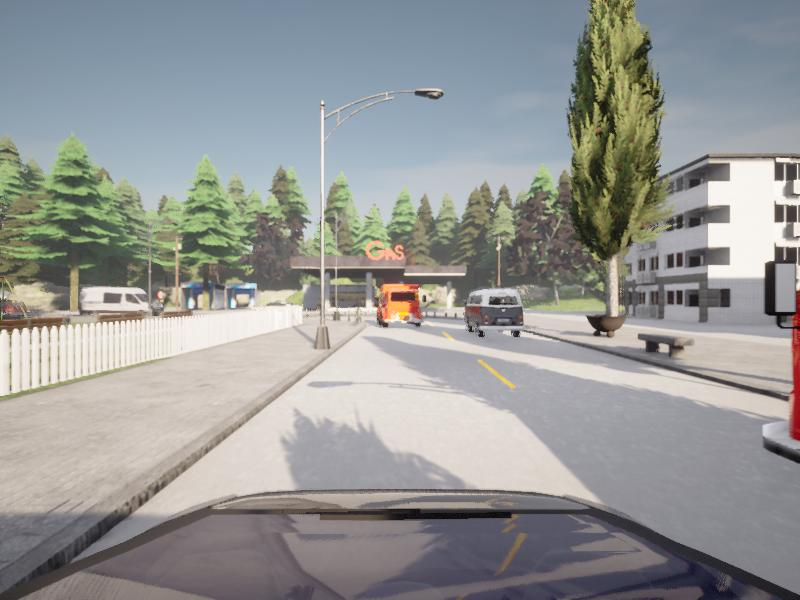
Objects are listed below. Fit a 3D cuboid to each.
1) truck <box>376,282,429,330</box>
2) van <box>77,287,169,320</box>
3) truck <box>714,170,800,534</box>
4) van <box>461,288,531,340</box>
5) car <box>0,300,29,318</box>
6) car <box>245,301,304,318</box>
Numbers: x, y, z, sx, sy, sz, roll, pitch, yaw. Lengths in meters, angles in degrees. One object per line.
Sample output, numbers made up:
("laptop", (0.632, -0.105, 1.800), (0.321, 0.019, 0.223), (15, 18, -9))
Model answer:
("truck", (0.006, 0.327, 23.563), (2.627, 2.467, 5.204), (1, 0, -5))
("van", (-21.831, 0.285, 31.690), (5.915, 2.561, 1.988), (0, 0, 0))
("truck", (4.004, 0.356, 0.842), (2.627, 2.467, 5.204), (0, 0, 1))
("van", (4.111, 0.551, 17.993), (2.069, 2.038, 4.480), (0, 0, 0))
("car", (-35.804, 0.769, 35.753), (3.705, 1.549, 1.789), (0, 0, 0))
("car", (-11.094, 0.828, 35.555), (4.674, 1.442, 1.812), (0, 0, 3))
